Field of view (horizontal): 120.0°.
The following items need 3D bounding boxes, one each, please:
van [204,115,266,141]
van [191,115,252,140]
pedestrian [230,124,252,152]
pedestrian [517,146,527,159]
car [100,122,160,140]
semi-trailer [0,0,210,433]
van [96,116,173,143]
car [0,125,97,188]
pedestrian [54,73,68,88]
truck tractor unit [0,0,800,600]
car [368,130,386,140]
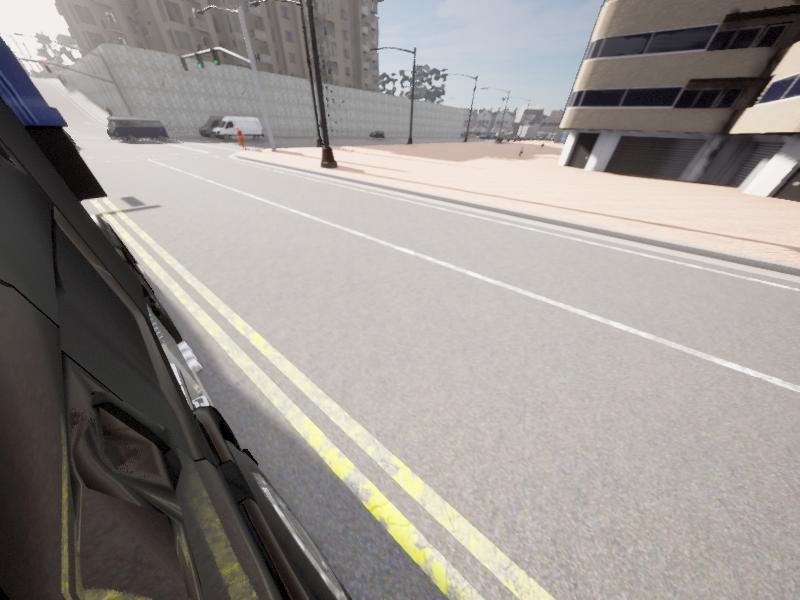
[{"bbox_3d":[-21.487,-22.626,30.535,1.988,2.561,5.915,26,43,28],"label":"van"},{"bbox_3d":[-24.451,-23.839,31.980,1.988,2.561,5.915,26,43,28],"label":"van"},{"bbox_3d":[-13.514,-13.761,19.671,0.751,1.860,0.751,23,41,25],"label":"pedestrian"},{"bbox_3d":[13.160,-15.961,24.952,0.500,1.100,0.500,-5,37,-10],"label":"pedestrian"},{"bbox_3d":[-30.859,-19.461,26.620,4.193,1.474,1.816,-24,44,-31],"label":"car"},{"bbox_3d":[-9.234,-3.165,3.630,14.254,4.402,2.717,22,41,23],"label":"semi-trailer"},{"bbox_3d":[-26.787,-17.322,23.573,1.775,1.987,4.442,15,38,16],"label":"van"},{"bbox_3d":[-15.083,-5.842,9.229,4.856,1.649,2.033,21,35,21],"label":"car"},{"bbox_3d":[-65.094,-42.139,44.360,0.751,1.860,0.751,27,43,29],"label":"pedestrian"},{"bbox_3d":[-2.645,-0.295,0.351,6.516,4.208,3.053,28,44,30],"label":"truck tractor unit"},{"bbox_3d":[-4.804,-34.787,48.653,1.789,1.549,3.705,26,43,28],"label":"car"}]
